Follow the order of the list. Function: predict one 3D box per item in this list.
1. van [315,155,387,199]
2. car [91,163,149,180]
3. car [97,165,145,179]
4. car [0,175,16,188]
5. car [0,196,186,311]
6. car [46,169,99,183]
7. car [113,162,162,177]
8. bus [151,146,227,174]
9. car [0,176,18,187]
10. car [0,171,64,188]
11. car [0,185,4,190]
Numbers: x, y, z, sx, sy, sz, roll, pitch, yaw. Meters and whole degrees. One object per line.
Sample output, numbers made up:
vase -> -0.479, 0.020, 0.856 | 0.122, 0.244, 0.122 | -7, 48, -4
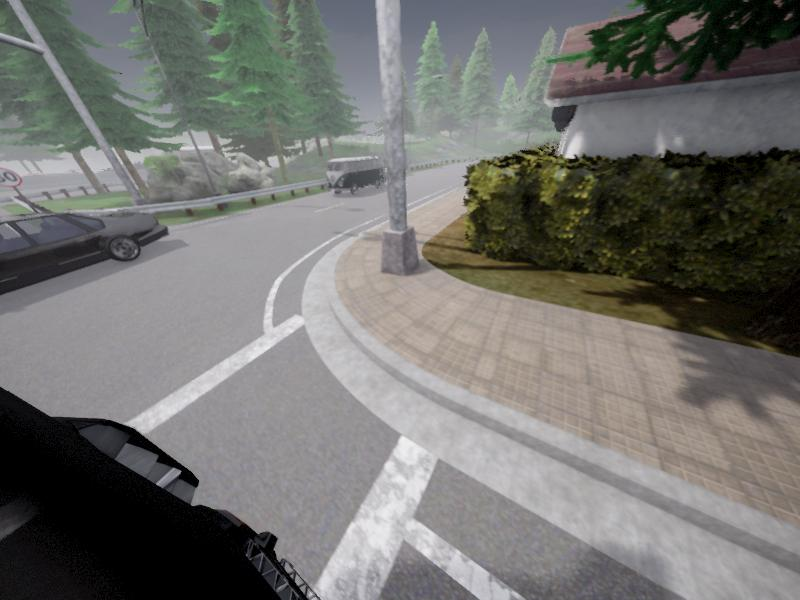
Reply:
van -> -2.874, -8.031, 14.848 | 1.775, 1.987, 4.442 | 16, 38, 26
car -> -46.328, -21.413, 38.416 | 2.150, 2.045, 5.566 | 16, 38, 26
car -> -48.947, -22.505, 40.627 | 2.033, 1.649, 4.856 | 16, 38, 26
car -> -58.969, -16.289, 32.267 | 2.033, 1.411, 5.357 | 16, 38, 26
car -> -8.450, -1.004, 5.023 | 2.033, 1.411, 5.357 | 5, 35, 12
car -> -54.488, -20.808, 38.609 | 2.242, 1.667, 4.611 | 16, 38, 26
car -> -50.281, -25.222, 44.474 | 2.150, 2.045, 5.566 | 16, 38, 26
bus -> -43.177, -29.265, 47.995 | 3.944, 4.253, 10.273 | 16, 38, 26
car -> -61.599, -17.497, 34.388 | 1.895, 1.301, 4.718 | 16, 38, 26
car -> -53.879, -17.561, 33.625 | 1.801, 1.575, 5.366 | 16, 38, 26
car -> -53.481, -13.958, 28.420 | 1.895, 1.301, 4.718 | 16, 38, 26
